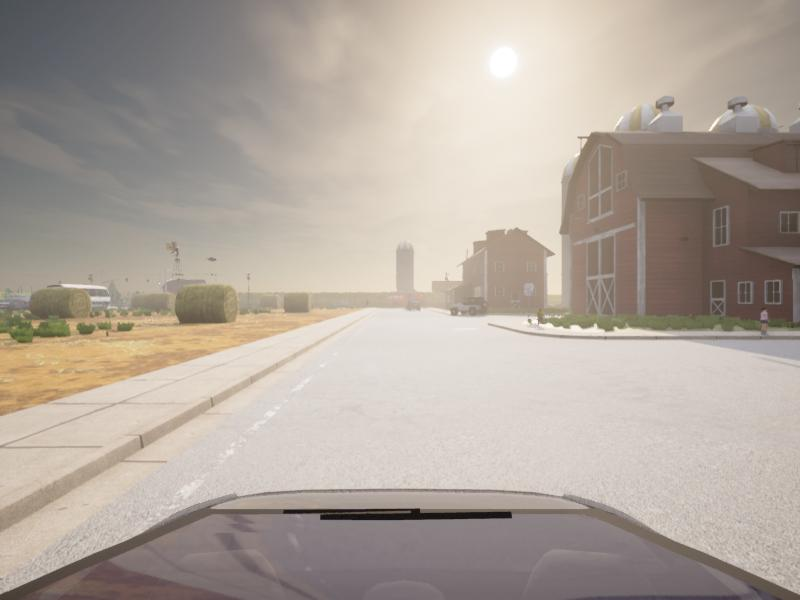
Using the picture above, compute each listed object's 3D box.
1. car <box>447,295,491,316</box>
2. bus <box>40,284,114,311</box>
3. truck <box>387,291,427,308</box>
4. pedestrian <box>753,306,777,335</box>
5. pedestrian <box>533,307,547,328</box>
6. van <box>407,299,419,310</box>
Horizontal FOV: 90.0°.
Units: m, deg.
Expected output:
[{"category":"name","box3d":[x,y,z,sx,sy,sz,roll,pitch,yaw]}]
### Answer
[{"category":"car","box3d":[6.943,0.577,40.359,1.905,1.878,3.866,-8,3,-43]},{"category":"bus","box3d":[-54.602,-0.428,68.226,3.944,4.253,10.273,0,0,3]},{"category":"truck","box3d":[1.504,-0.108,88.058,8.468,3.827,2.891,0,0,0]},{"category":"pedestrian","box3d":[14.226,0.785,15.615,0.500,1.100,0.500,0,0,12]},{"category":"pedestrian","box3d":[7.288,0.912,20.868,0.500,1.100,0.500,0,0,-10]},{"category":"van","box3d":[2.234,0.748,69.625,1.775,1.987,4.442,0,0,-1]}]
